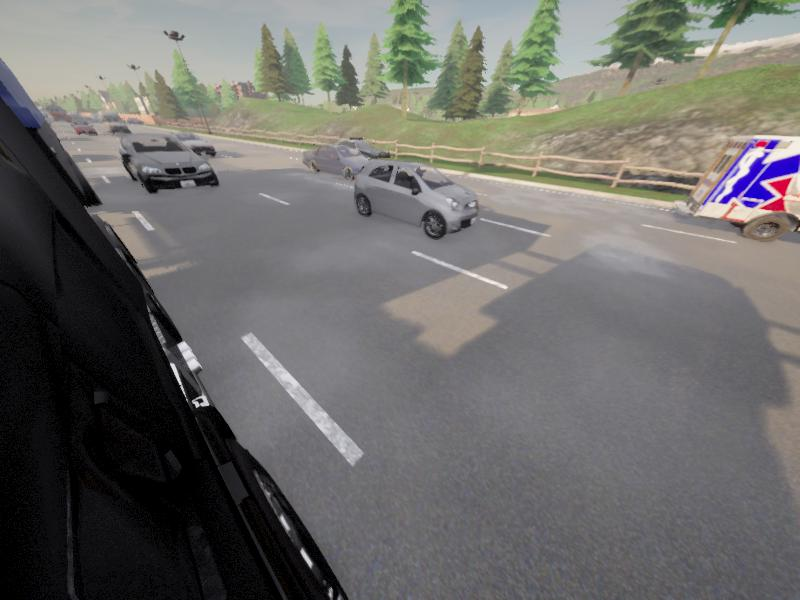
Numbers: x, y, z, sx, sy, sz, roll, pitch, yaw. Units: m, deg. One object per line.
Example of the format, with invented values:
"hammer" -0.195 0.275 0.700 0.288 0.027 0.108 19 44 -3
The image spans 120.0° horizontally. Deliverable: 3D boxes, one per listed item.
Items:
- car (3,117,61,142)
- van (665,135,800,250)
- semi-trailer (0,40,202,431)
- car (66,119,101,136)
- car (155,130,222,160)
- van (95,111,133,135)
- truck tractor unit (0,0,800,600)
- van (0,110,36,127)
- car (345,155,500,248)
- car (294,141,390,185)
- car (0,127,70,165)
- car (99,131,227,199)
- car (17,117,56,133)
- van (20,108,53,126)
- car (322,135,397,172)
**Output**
"car" -34.158 -15.957 21.568 5.027 1.651 2.152 28 43 30
"van" 12.083 -2.595 5.978 6.366 2.431 2.351 28 43 30
"semi-trailer" -8.717 -3.586 4.220 14.254 4.402 2.717 28 43 30
"car" -38.464 -20.920 28.059 3.633 1.501 1.845 28 43 30
"car" -15.370 -11.314 16.764 5.357 1.411 2.033 28 43 30
"van" -40.966 -25.376 33.066 5.915 2.561 1.988 28 43 30
"truck tractor unit" -2.645 -0.295 0.351 6.516 4.208 3.053 28 44 30
"van" -63.539 -29.673 37.766 4.480 2.038 2.069 10 37 11
"car" 0.454 -2.969 6.446 3.633 1.501 1.845 28 43 30
"car" -3.231 -7.585 12.549 5.357 1.411 2.033 28 43 30
"car" -20.281 -8.485 12.624 4.181 1.385 1.994 28 43 30
"car" -9.245 -5.465 9.040 4.611 1.667 2.242 28 43 30
"car" -46.329 -22.361 29.514 4.792 1.488 2.163 28 43 30
"van" -68.628 -34.590 43.731 6.366 2.431 2.351 28 43 30
"car" -2.823 -10.186 15.885 5.238 1.638 1.930 28 43 30
